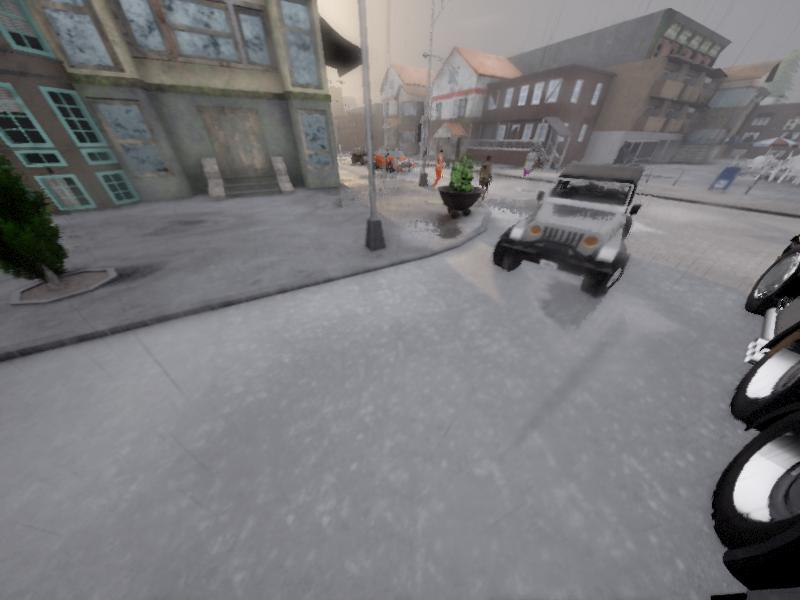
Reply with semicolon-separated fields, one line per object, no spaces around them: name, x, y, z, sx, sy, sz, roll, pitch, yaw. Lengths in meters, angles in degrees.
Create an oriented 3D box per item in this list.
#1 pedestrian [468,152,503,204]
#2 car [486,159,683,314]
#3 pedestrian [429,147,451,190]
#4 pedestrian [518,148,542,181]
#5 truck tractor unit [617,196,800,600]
pedestrian;3.646;-5.242;9.933;0.751;1.860;0.751;-22;40;-28
car;3.761;-1.724;4.874;1.905;1.878;3.866;27;43;32
pedestrian;2.030;-6.825;12.024;0.751;1.860;0.751;-6;35;-9
pedestrian;8.808;-9.226;15.715;0.751;1.860;0.751;29;44;35
truck tractor unit;4.988;-0.408;0.934;6.516;4.208;3.053;-23;41;-29
